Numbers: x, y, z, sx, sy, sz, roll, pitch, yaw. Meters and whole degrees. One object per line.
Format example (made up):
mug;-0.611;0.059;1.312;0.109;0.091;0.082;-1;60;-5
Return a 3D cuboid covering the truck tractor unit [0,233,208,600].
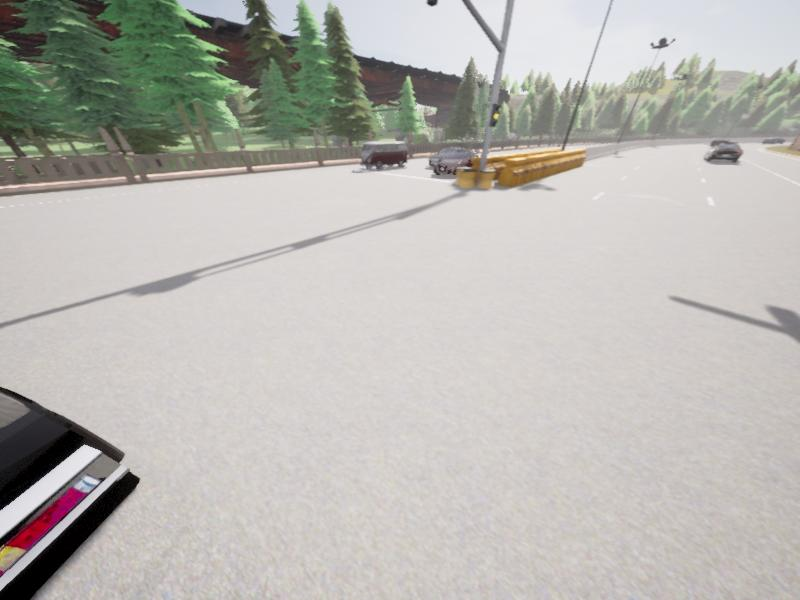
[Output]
truck tractor unit;-5.321;0.003;0.365;6.516;4.208;3.053;8;36;11

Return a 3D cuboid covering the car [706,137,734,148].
car;61.392;-30.217;44.285;5.238;1.638;1.930;-21;40;-27

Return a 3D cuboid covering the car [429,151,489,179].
car;4.216;-9.638;16.336;4.181;1.385;1.994;-30;45;-35

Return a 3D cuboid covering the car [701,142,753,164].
car;31.795;-14.531;22.666;2.038;1.542;4.974;29;44;34

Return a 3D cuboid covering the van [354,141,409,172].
van;-1.422;-12.309;19.674;4.442;1.987;1.775;-30;45;-35

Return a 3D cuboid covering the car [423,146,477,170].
car;4.503;-12.715;20.563;4.902;1.511;2.128;-30;45;-35
